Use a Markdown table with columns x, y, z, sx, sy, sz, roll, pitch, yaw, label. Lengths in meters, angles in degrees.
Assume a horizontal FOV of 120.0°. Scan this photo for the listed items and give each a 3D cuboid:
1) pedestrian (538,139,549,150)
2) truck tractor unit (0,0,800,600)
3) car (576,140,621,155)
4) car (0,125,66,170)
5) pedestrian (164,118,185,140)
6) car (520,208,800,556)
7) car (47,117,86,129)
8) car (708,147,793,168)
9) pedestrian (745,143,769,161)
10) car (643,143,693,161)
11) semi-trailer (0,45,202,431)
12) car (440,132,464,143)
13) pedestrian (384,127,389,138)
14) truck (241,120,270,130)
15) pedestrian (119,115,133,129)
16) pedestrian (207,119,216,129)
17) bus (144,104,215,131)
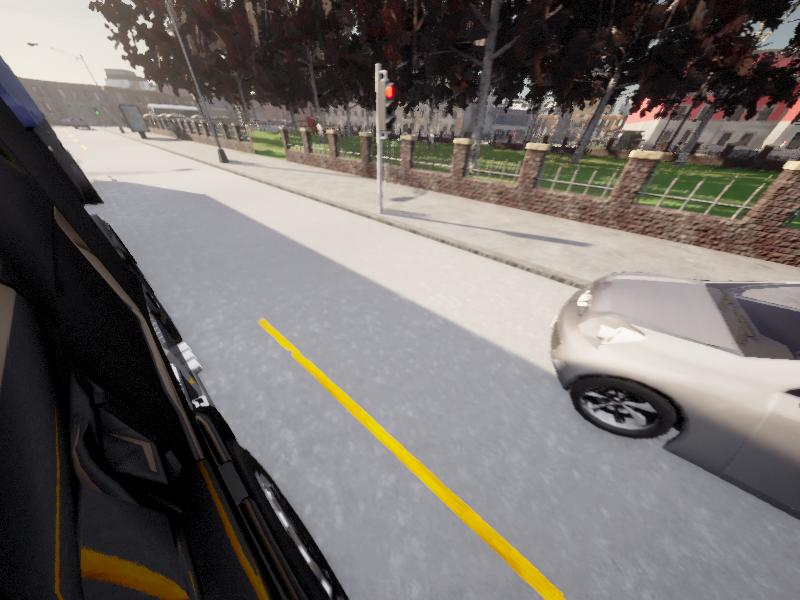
| x | y | z | sx | sy | sz | roll | pitch | yaw | label |
| --- | --- | --- | --- | --- | --- | --- | --- | --- | --- |
| 20.236 | -21.957 | 32.638 | 0.751 | 1.300 | 0.751 | 28 | 44 | 30 | pedestrian |
| -2.645 | -0.295 | 0.351 | 6.516 | 4.208 | 3.053 | 28 | 44 | 30 | truck tractor unit |
| 27.979 | -21.598 | 32.630 | 4.514 | 1.525 | 2.007 | 28 | 44 | 30 | car |
| -18.964 | -7.619 | 11.388 | 2.007 | 1.525 | 4.514 | -28 | 46 | -34 | car |
| -24.014 | -18.173 | 24.617 | 0.751 | 1.860 | 0.751 | 28 | 44 | 30 | pedestrian |
| 3.258 | 0.681 | 1.638 | 3.633 | 1.501 | 1.845 | 27 | 43 | 29 | car |
| -60.816 | -32.300 | 42.183 | 4.674 | 1.442 | 1.812 | 9 | 37 | 9 | car |
| 38.636 | -15.905 | 25.709 | 4.892 | 1.490 | 1.837 | 27 | 44 | 29 | car |
| 46.284 | -19.168 | 29.960 | 0.751 | 1.860 | 0.751 | -29 | 47 | -35 | pedestrian |
| 33.485 | -18.675 | 29.043 | 3.705 | 1.549 | 1.789 | 28 | 44 | 30 | car |
| -8.703 | -3.597 | 4.230 | 14.254 | 4.402 | 2.717 | 28 | 44 | 30 | semi-trailer |
| 9.905 | -31.202 | 44.386 | 3.806 | 1.475 | 1.970 | 28 | 44 | 30 | car |
| -2.737 | -34.546 | 47.569 | 0.751 | 1.860 | 0.751 | -27 | 46 | -33 | pedestrian |
| -40.884 | -49.713 | 65.731 | 2.390 | 2.098 | 6.274 | 28 | 44 | 30 | truck |
| -46.509 | -30.130 | 39.188 | 0.751 | 1.860 | 0.751 | 27 | 43 | 29 | pedestrian |
| -42.892 | -40.105 | 52.650 | 0.751 | 1.860 | 0.751 | 11 | 38 | 11 | pedestrian |
| -49.233 | -41.077 | 52.156 | 3.944 | 4.253 | 10.273 | 28 | 44 | 30 | bus |
